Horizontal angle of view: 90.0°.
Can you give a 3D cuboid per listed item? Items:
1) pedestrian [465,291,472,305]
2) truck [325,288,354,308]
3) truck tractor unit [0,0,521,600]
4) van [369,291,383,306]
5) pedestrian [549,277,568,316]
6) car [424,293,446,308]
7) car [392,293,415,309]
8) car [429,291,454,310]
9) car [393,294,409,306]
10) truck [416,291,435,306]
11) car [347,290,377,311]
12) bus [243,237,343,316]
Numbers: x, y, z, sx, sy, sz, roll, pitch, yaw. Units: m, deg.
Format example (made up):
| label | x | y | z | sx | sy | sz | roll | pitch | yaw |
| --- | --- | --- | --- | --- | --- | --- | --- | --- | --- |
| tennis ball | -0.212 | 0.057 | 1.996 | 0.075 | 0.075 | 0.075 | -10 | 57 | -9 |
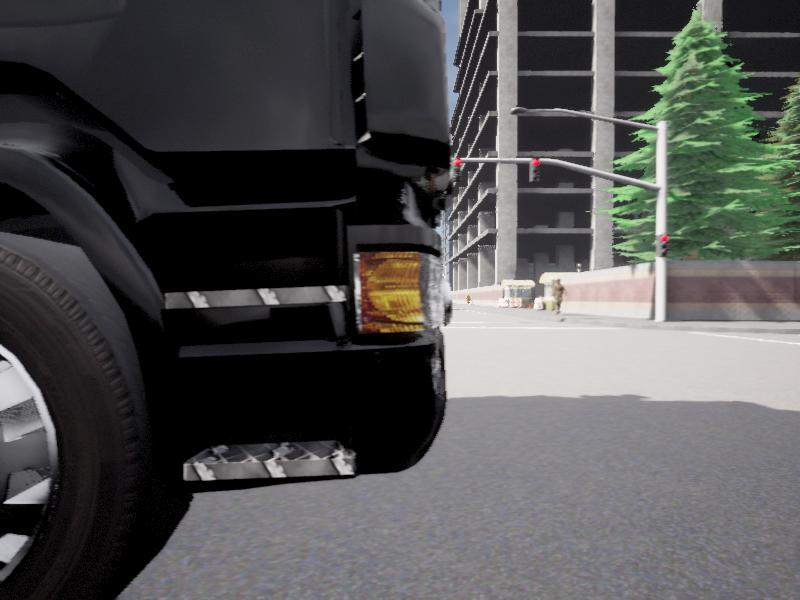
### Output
| label | x | y | z | sx | sy | sz | roll | pitch | yaw |
| --- | --- | --- | --- | --- | --- | --- | --- | --- | --- |
| pedestrian | 9.394 | -0.272 | 54.809 | 0.751 | 1.860 | 0.751 | 0 | 0 | 0 |
| truck | -6.766 | -0.247 | 45.567 | 2.390 | 2.098 | 6.274 | 0 | 0 | 0 |
| truck tractor unit | -3.059 | -1.124 | 2.187 | 6.516 | 4.208 | 3.053 | 0 | 0 | 0 |
| van | -3.352 | -0.209 | 56.543 | 1.775 | 1.987 | 4.442 | 0 | 0 | 0 |
| pedestrian | 7.790 | -0.179 | 19.664 | 0.751 | 1.860 | 0.751 | 0 | 0 | 12 |
| car | 3.742 | 0.076 | 43.731 | 1.882 | 1.535 | 5.008 | 0 | 0 | 0 |
| car | 0.280 | 0.089 | 39.614 | 2.128 | 1.511 | 4.902 | 0 | 0 | -1 |
| car | 3.800 | 0.060 | 37.140 | 1.851 | 1.617 | 3.988 | 0 | 0 | 0 |
| car | 0.138 | -0.018 | 57.414 | 2.152 | 1.651 | 5.027 | 0 | 0 | -1 |
| truck | 3.634 | -0.246 | 58.237 | 2.390 | 2.098 | 6.274 | 0 | 0 | 0 |
| car | -3.180 | 0.037 | 34.393 | 2.152 | 1.651 | 5.027 | 0 | 0 | 0 |
| bus | -6.494 | -1.268 | 26.642 | 3.944 | 4.253 | 10.273 | 0 | 0 | 0 |
